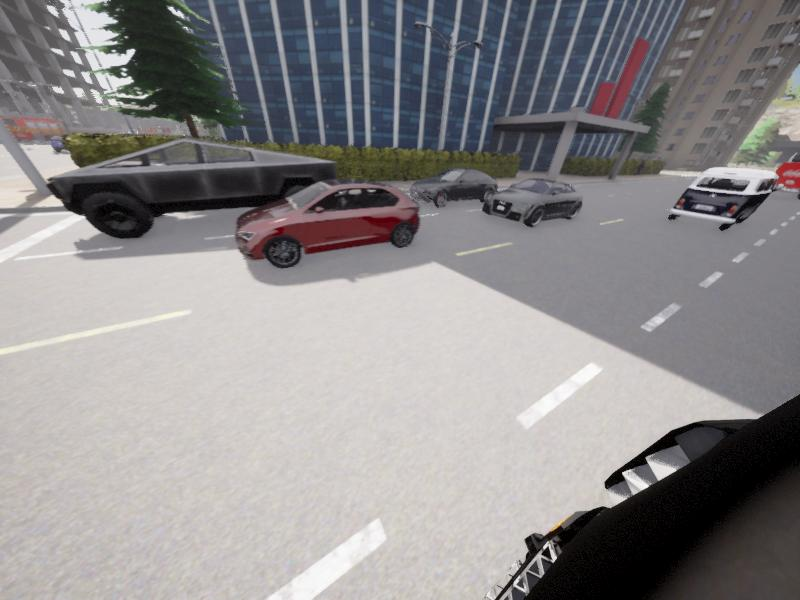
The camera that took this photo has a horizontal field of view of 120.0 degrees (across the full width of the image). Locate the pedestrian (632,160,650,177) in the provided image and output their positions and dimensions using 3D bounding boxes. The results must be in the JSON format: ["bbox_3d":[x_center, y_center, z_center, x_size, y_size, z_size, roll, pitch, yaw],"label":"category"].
[{"bbox_3d":[31.447,-17.218,30.191,0.751,1.860,0.751,-17,38,-27],"label":"pedestrian"}]

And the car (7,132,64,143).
[{"bbox_3d":[-61.496,-27.488,39.137,4.718,1.301,1.895,-16,38,-26],"label":"car"}]

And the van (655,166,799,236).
[{"bbox_3d":[13.327,-4.233,9.483,4.480,2.038,2.069,-16,38,-26],"label":"van"}]

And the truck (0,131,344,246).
[{"bbox_3d":[-5.192,-3.464,6.813,6.274,2.098,2.390,-16,38,-26],"label":"truck"}]

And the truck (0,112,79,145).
[{"bbox_3d":[-58.850,-27.039,36.398,8.468,3.827,2.891,-16,38,-26],"label":"truck"}]

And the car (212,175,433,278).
[{"bbox_3d":[-1.539,-2.002,5.480,4.193,1.474,1.816,-16,38,-26],"label":"car"}]

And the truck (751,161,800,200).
[{"bbox_3d":[33.150,-10.068,19.395,5.204,2.467,2.627,-16,38,-26],"label":"truck"}]

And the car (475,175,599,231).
[{"bbox_3d":[5.282,-3.912,8.973,4.181,1.385,1.994,-17,38,-27],"label":"car"}]

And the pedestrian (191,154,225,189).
[{"bbox_3d":[-8.724,-5.877,10.551,0.751,1.300,0.751,-16,38,-25],"label":"pedestrian"}]

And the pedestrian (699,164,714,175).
[{"bbox_3d":[59.259,-25.184,44.663,0.751,1.860,0.751,-11,36,-21],"label":"pedestrian"}]

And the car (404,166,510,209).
[{"bbox_3d":[2.710,-5.449,11.003,4.674,1.442,1.812,-16,38,-26],"label":"car"}]

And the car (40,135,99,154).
[{"bbox_3d":[-36.466,-17.308,25.681,2.007,1.525,4.514,-15,38,-25],"label":"car"}]

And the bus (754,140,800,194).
[{"bbox_3d":[42.057,-13.418,23.507,10.273,4.253,3.944,-16,38,-26],"label":"bus"}]
